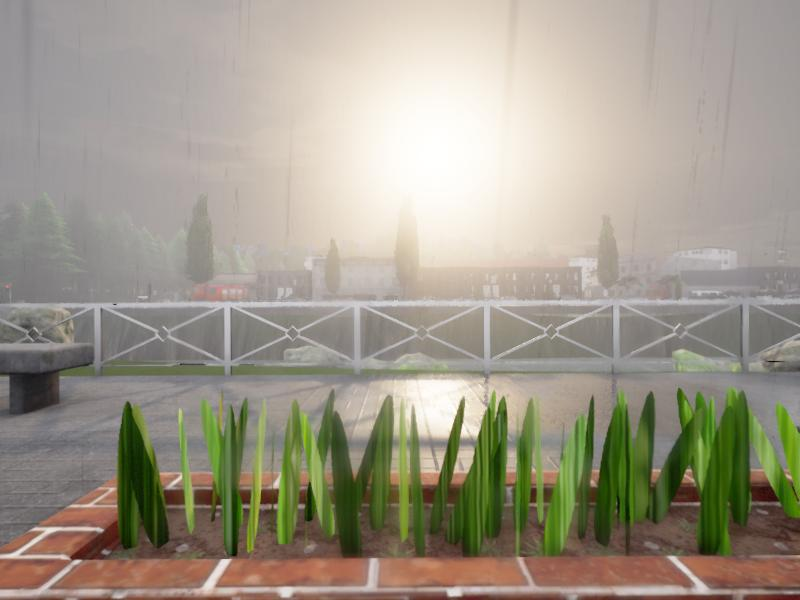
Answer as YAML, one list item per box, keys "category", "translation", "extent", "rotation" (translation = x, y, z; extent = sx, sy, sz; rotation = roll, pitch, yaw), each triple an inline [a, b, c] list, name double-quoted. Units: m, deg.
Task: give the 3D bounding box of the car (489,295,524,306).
- category: "car"
  translation: [17.109, 0.051, 64.377]
  extent: [5.238, 1.638, 1.930]
  rotation: [0, 0, 0]

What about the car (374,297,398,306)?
- category: "car"
  translation: [-2.233, 0.238, 64.350]
  extent: [3.806, 1.475, 1.970]
  rotation: [0, 0, 0]

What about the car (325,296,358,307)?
- category: "car"
  translation: [-9.381, 0.204, 64.346]
  extent: [5.027, 1.651, 2.152]
  rotation: [0, 0, 0]

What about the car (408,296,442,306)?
- category: "car"
  translation: [3.968, 0.122, 64.363]
  extent: [5.238, 1.638, 1.930]
  rotation: [0, 0, 0]

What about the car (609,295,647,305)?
- category: "car"
  translation: [36.647, -0.030, 64.402]
  extent: [4.974, 1.542, 2.038]
  rotation: [0, 0, 0]

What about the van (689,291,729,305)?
- category: "van"
  translation: [46.605, -0.305, 60.413]
  extent: [4.480, 2.038, 2.069]
  rotation: [0, 0, 0]

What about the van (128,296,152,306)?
- category: "van"
  translation: [-54.928, 0.239, 84.663]
  extent: [2.069, 2.038, 4.480]
  rotation: [0, 0, 0]

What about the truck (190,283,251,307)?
- category: "truck"
  translation: [-28.795, -0.792, 64.327]
  extent: [8.468, 3.827, 2.891]
  rotation: [0, 0, 0]

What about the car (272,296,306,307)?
- category: "car"
  translation: [-17.859, 0.248, 64.340]
  extent: [4.856, 1.649, 2.033]
  rotation: [0, 0, 0]

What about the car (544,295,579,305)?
- category: "car"
  translation: [25.952, 0.000, 64.389]
  extent: [4.856, 1.649, 2.033]
  rotation: [0, 0, 0]

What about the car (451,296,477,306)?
- category: "car"
  translation: [10.233, 0.170, 64.366]
  extent: [3.806, 1.475, 1.970]
  rotation: [0, 0, 0]
